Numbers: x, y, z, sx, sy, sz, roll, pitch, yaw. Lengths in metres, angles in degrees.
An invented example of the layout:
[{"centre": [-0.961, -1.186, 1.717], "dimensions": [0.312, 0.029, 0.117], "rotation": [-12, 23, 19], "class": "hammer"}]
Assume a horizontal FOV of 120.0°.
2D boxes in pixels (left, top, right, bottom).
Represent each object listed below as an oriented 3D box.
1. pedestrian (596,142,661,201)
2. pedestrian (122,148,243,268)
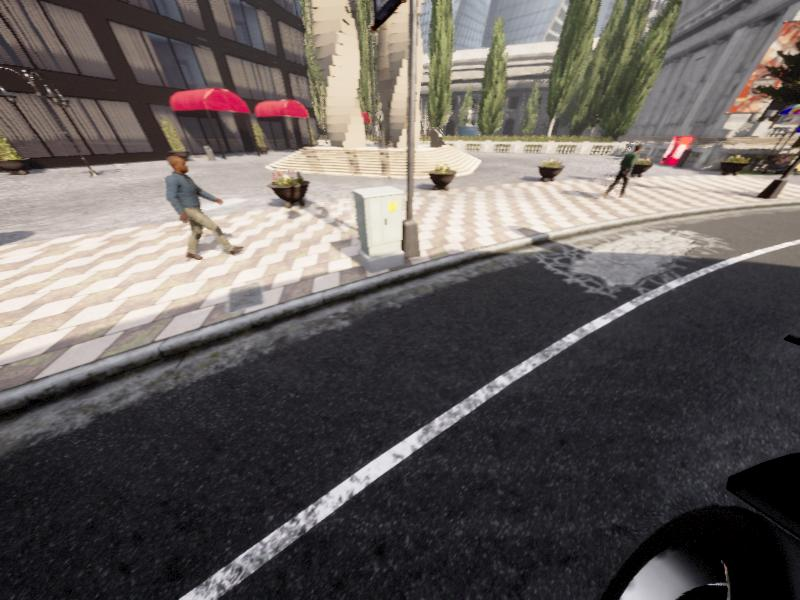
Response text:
[{"centre": [8.468, -4.792, 8.654], "dimensions": [0.751, 1.860, 0.751], "rotation": [-7, 36, -10], "class": "pedestrian"}, {"centre": [-3.745, -1.646, 4.238], "dimensions": [0.751, 1.860, 0.751], "rotation": [-11, 37, -16], "class": "pedestrian"}]
